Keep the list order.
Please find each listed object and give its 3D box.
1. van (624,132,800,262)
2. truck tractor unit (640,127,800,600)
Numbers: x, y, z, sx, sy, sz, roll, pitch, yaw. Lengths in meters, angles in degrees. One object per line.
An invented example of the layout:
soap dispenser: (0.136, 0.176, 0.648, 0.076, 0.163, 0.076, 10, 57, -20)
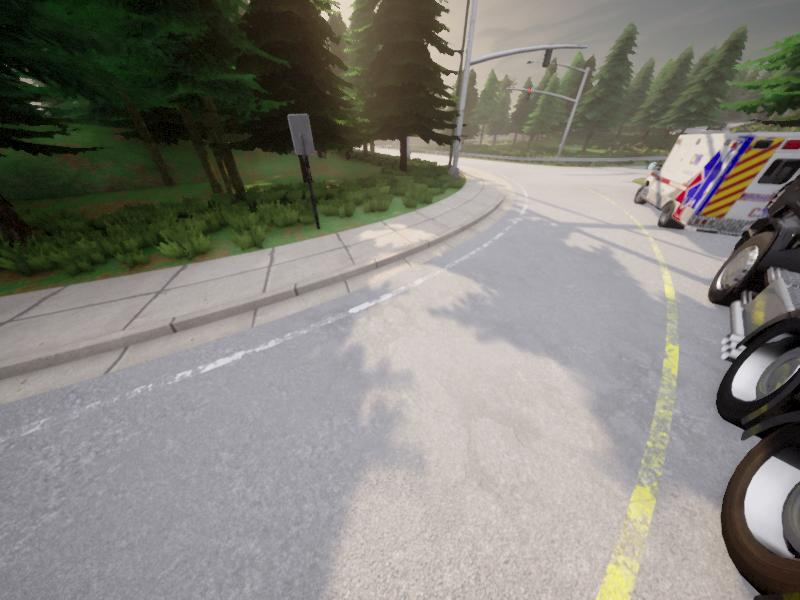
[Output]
van: (9.920, -3.741, 7.297, 2.351, 2.431, 6.366, 17, 38, 23)
truck tractor unit: (4.863, -0.493, 1.068, 6.516, 4.208, 3.053, -28, 44, -34)
